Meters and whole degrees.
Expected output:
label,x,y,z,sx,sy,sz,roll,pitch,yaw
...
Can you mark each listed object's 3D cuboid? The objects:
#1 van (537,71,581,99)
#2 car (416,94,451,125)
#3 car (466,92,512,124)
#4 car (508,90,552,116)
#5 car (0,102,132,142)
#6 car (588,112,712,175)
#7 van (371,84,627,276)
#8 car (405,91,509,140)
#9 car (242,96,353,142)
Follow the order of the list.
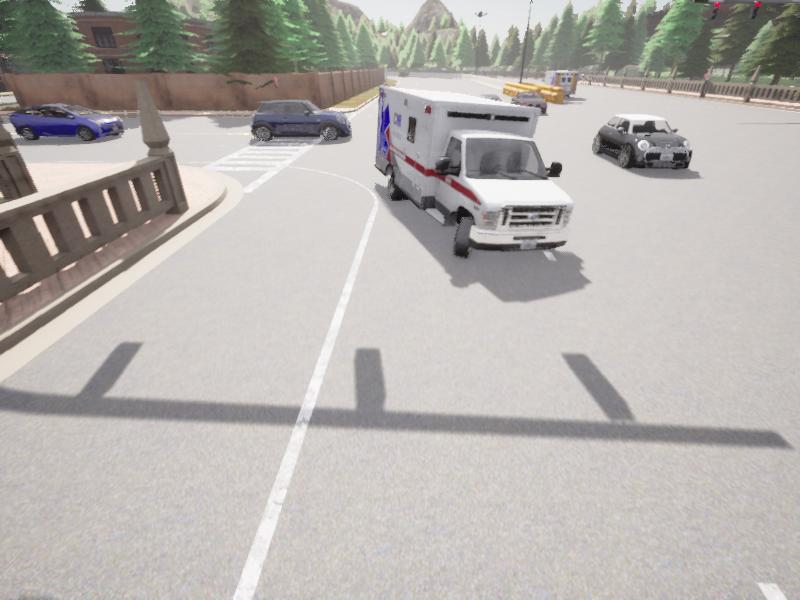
label,x,y,z,sx,sy,sz,roll,pitch,yaw
van,17.228,-23.618,43.747,2.351,2.431,6.366,1,30,2
car,2.071,-12.056,25.177,1.994,1.385,4.181,1,31,3
car,5.620,-12.523,25.925,2.033,1.411,5.357,1,30,3
car,9.288,-14.321,28.991,1.994,1.385,4.181,1,30,2
car,-15.848,-8.495,19.070,4.514,1.525,2.007,1,30,2
car,8.419,-5.591,14.001,1.970,1.475,3.806,1,30,3
van,1.297,-3.137,8.950,2.351,2.431,6.366,-5,32,-17
car,2.702,-9.131,19.685,4.605,1.855,1.932,-7,31,-11
car,-4.618,-8.539,18.804,4.553,1.767,2.097,-1,30,-1
